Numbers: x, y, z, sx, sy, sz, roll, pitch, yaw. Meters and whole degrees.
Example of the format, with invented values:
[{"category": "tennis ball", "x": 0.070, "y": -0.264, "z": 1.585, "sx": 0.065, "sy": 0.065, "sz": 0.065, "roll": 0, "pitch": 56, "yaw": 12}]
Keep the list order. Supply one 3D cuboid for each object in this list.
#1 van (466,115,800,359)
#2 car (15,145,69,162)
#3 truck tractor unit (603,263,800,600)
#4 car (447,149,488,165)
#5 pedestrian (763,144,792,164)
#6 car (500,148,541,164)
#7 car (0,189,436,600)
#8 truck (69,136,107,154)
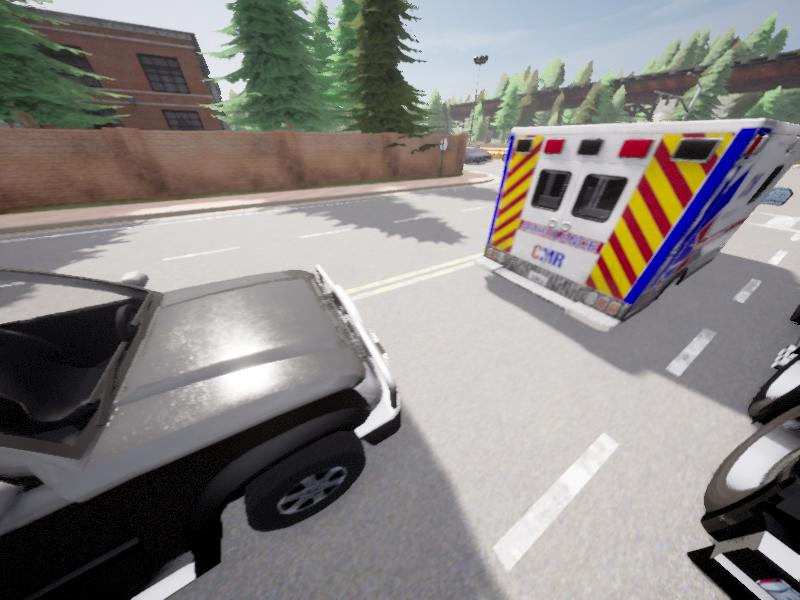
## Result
[{"category": "van", "x": 4.666, "y": -1.733, "z": 4.402, "sx": 6.366, "sy": 2.431, "sz": 2.351, "roll": -18, "pitch": 39, "yaw": -24}, {"category": "car", "x": -41.405, "y": -17.055, "z": 26.854, "sx": 1.816, "sy": 1.474, "sz": 4.193, "roll": -20, "pitch": 40, "yaw": -27}, {"category": "truck tractor unit", "x": 5.108, "y": -0.304, "z": 0.788, "sx": 6.516, "sy": 4.208, "sz": 3.053, "roll": -18, "pitch": 39, "yaw": -24}, {"category": "car", "x": 7.674, "y": -16.584, "z": 26.696, "sx": 1.994, "sy": 1.385, "sz": 4.181, "roll": -18, "pitch": 39, "yaw": -24}, {"category": "pedestrian", "x": 42.046, "y": -16.263, "z": 25.747, "sx": 0.751, "sy": 1.860, "sz": 0.751, "roll": -17, "pitch": 38, "yaw": -23}, {"category": "car", "x": 14.600, "y": -17.739, "z": 28.312, "sx": 1.970, "sy": 1.475, "sz": 3.806, "roll": -18, "pitch": 39, "yaw": -24}, {"category": "car", "x": -2.327, "y": 0.775, "z": 1.226, "sx": 4.605, "sy": 1.855, "sz": 1.932, "roll": -18, "pitch": 39, "yaw": -24}, {"category": "truck", "x": -53.962, "y": -26.956, "z": 40.122, "sx": 2.627, "sy": 2.467, "sz": 5.204, "roll": -26, "pitch": 43, "yaw": -33}]
